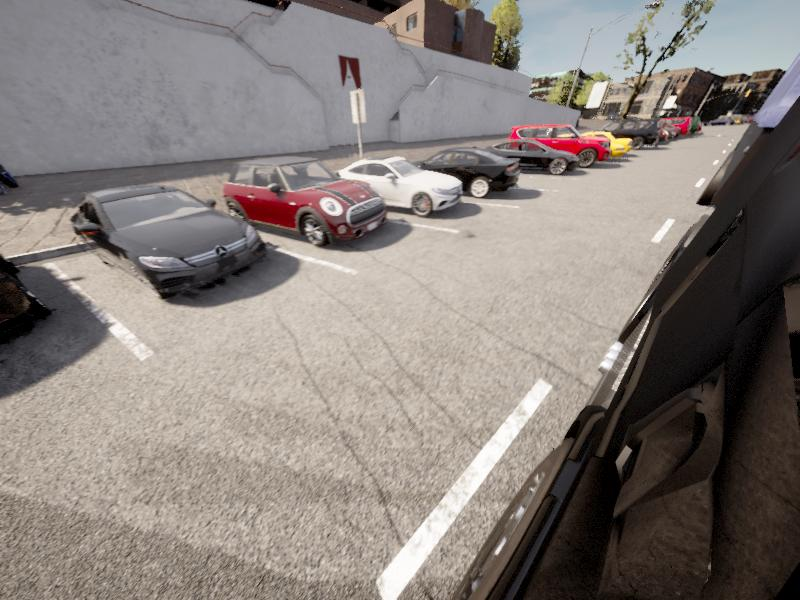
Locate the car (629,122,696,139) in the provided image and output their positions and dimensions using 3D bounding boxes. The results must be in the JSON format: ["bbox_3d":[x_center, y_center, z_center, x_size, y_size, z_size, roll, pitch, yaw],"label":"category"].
[{"bbox_3d":[34.024,-22.146,30.239,5.366,1.575,1.946,17,41,25],"label":"car"}]

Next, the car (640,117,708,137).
[{"bbox_3d":[38.768,-24.701,33.035,5.566,2.045,2.435,17,41,25],"label":"car"}]

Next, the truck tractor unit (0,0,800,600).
[{"bbox_3d":[2.645,-0.295,0.351,6.516,4.208,3.053,-28,44,-30],"label":"truck tractor unit"}]

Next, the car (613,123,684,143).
[{"bbox_3d":[27.280,-18.494,25.646,4.892,1.521,2.231,17,40,25],"label":"car"}]

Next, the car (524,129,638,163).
[{"bbox_3d":[11.355,-9.981,15.044,5.366,1.575,1.946,17,40,25],"label":"car"}]

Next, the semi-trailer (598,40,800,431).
[{"bbox_3d":[8.701,-3.592,4.241,14.254,4.402,2.717,-28,44,-30],"label":"semi-trailer"}]

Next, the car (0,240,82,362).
[{"bbox_3d":[-7.231,-0.272,3.169,4.792,1.488,2.163,17,41,25],"label":"car"}]

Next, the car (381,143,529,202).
[{"bbox_3d":[2.001,-5.146,9.138,5.008,1.535,2.097,17,41,25],"label":"car"}]

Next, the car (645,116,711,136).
[{"bbox_3d":[41.140,-25.885,34.518,5.566,2.045,2.435,17,40,25],"label":"car"}]

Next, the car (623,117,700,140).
[{"bbox_3d":[31.848,-21.104,28.518,5.566,2.045,2.435,17,41,25],"label":"car"}]

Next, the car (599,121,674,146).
[{"bbox_3d":[22.706,-16.174,22.538,4.553,1.767,2.185,17,41,25],"label":"car"}]

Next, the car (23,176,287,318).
[{"bbox_3d":[-4.898,-1.469,4.677,4.674,1.452,2.002,17,40,25],"label":"car"}]

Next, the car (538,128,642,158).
[{"bbox_3d":[13.327,-11.290,16.697,5.366,1.575,1.946,17,41,25],"label":"car"}]

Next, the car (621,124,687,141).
[{"bbox_3d":[29.556,-19.675,27.173,4.792,1.488,2.163,17,41,25],"label":"car"}]

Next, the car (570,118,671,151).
[{"bbox_3d":[18.048,-13.872,19.480,5.566,2.045,2.435,17,41,25],"label":"car"}]

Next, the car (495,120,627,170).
[{"bbox_3d":[8.910,-9.007,13.472,5.566,2.045,2.435,17,40,25],"label":"car"}]

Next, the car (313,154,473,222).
[{"bbox_3d":[-0.302,-3.900,7.672,4.674,1.452,2.002,17,40,25],"label":"car"}]

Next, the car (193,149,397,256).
[{"bbox_3d":[-2.633,-2.825,6.089,4.553,1.767,2.185,17,40,25],"label":"car"}]

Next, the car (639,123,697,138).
[{"bbox_3d":[36.496,-23.258,31.688,4.674,1.452,2.002,17,41,25],"label":"car"}]

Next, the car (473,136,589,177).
[{"bbox_3d":[6.623,-7.560,12.139,4.792,1.488,2.163,17,40,25],"label":"car"}]

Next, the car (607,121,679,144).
[{"bbox_3d":[24.953,-17.400,24.076,4.553,1.767,2.185,17,40,25],"label":"car"}]
